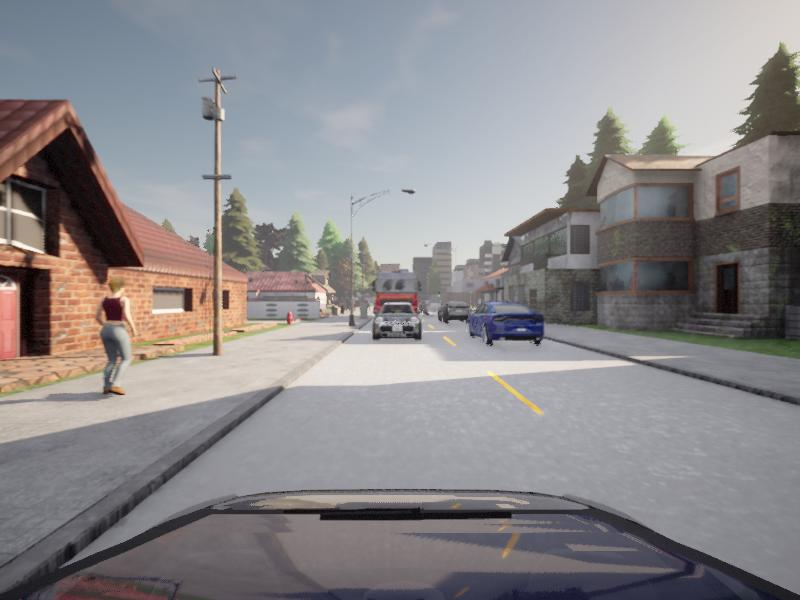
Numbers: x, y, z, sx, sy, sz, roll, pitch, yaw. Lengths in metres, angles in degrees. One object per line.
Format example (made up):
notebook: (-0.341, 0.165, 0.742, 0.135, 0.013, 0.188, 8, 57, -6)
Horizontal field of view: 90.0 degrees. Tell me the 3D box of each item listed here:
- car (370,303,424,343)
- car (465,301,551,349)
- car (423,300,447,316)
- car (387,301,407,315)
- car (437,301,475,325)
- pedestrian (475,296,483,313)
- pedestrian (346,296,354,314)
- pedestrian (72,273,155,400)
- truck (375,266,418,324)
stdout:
car: (-0.109, 0.854, 16.552, 1.970, 1.475, 3.806, 0, 0, 0)
car: (3.886, 0.824, 15.360, 1.882, 1.535, 5.008, 0, 0, -1)
car: (3.699, 0.783, 43.391, 2.152, 1.651, 5.027, 0, 0, -1)
car: (-0.278, 0.838, 45.593, 2.128, 1.511, 4.902, 0, 0, 0)
car: (3.796, 0.830, 27.961, 2.007, 1.525, 4.514, 0, 0, -1)
pedestrian: (8.820, 0.535, 44.498, 0.751, 1.860, 0.751, 0, 0, 3)
pedestrian: (-5.157, 0.535, 41.222, 0.751, 1.860, 0.751, 0, 0, -2)
pedestrian: (-4.433, 0.533, 6.237, 0.751, 1.860, 0.751, 0, 0, 1)
truck: (-0.201, -0.320, 30.638, 2.891, 3.827, 8.468, 0, 0, 0)
